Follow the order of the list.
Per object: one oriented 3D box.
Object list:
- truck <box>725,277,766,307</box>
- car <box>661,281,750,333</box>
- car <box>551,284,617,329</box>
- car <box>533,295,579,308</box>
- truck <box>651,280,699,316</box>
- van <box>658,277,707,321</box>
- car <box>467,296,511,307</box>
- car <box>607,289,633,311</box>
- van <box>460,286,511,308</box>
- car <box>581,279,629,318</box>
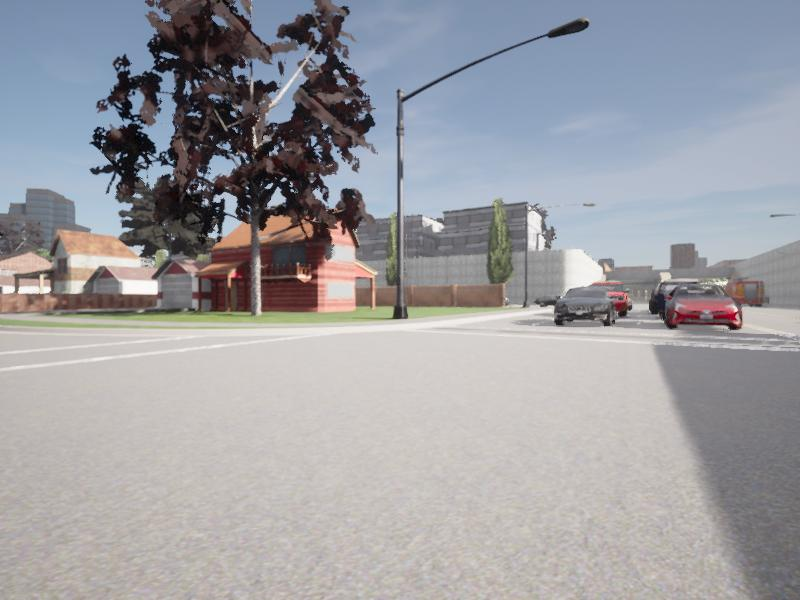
[{"bbox_3d":[47.865,-1.056,55.710,2.891,3.827,8.468,0,0,31],"label":"truck"},{"bbox_3d":[10.433,0.205,14.032,2.007,1.525,4.514,0,0,31],"label":"car"},{"bbox_3d":[7.376,0.228,15.741,1.837,1.490,4.892,0,-1,31],"label":"car"},{"bbox_3d":[18.931,0.165,48.468,4.902,1.511,2.128,0,0,31],"label":"car"},{"bbox_3d":[18.335,-0.109,26.944,2.390,2.098,6.274,0,0,32],"label":"truck"},{"bbox_3d":[14.445,-0.038,20.678,1.775,1.987,4.442,0,0,31],"label":"van"},{"bbox_3d":[11.720,0.235,52.757,5.357,1.411,2.033,0,0,31],"label":"car"},{"bbox_3d":[19.736,-0.012,35.995,1.932,1.855,4.605,0,1,27],"label":"car"},{"bbox_3d":[10.527,-0.332,49.391,5.915,2.561,1.988,0,0,30],"label":"van"},{"bbox_3d":[12.398,-0.068,23.976,2.150,2.045,5.566,0,0,31],"label":"car"}]
